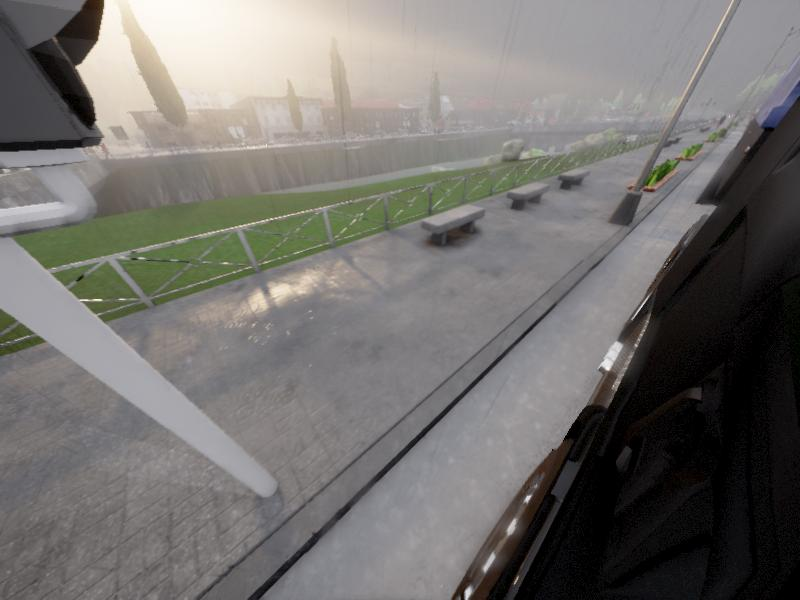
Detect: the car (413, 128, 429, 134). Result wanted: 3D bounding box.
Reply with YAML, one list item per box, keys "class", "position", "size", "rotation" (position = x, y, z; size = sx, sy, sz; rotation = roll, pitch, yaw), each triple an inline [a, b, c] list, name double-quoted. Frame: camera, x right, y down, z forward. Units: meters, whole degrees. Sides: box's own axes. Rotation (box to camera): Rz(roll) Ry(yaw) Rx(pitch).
- class: "car"
  position: [6.667, -52.944, 72.334]
  size: [4.974, 1.542, 2.038]
  rotation: [-28, 44, -30]

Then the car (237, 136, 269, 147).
- class: "car"
  position: [-30.571, -33.019, 48.047]
  size: [5.027, 1.651, 2.152]
  rotation: [-28, 44, -30]

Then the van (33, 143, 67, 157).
- class: "van"
  position: [-67.870, -29.221, 44.897]
  size: [2.069, 2.038, 4.480]
  rotation: [-28, 44, -30]

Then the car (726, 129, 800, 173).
- class: "car"
  position: [17.826, -7.246, 11.063]
  size: [4.181, 1.385, 1.994]
  rotation: [-28, 44, -30]

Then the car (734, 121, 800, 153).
- class: "car"
  position: [24.740, -11.009, 15.521]
  size: [4.514, 1.525, 2.007]
  rotation: [-28, 44, -30]

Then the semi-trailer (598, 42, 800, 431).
- class: "semi-trailer"
  position: [8.693, -3.608, 4.234]
  size: [14.254, 4.402, 2.717]
  rotation: [-28, 44, -30]

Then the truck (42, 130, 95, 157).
- class: "truck"
  position: [-61.694, -29.420, 43.294]
  size: [2.891, 3.827, 8.468]
  rotation: [-28, 44, -30]

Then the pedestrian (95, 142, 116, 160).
- class: "pedestrian"
  position: [-37.920, -19.271, 29.797]
  size: [0.751, 1.860, 0.751]
  rotation: [-28, 44, -30]

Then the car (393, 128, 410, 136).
- class: "car"
  position: [0.575, -49.705, 68.346]
  size: [4.856, 1.649, 2.033]
  rotation: [-28, 44, -30]

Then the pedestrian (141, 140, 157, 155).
- class: "pedestrian"
  position: [-36.222, -22.007, 33.334]
  size: [0.751, 1.860, 0.751]
  rotation: [-31, 45, -32]

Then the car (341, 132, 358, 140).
- class: "car"
  position: [-12.995, -42.371, 59.550]
  size: [3.806, 1.475, 1.970]
  rotation: [-28, 44, -30]

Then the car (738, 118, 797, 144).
- class: "car"
  position: [30.890, -14.299, 19.527]
  size: [4.514, 1.525, 2.007]
  rotation: [-28, 44, -30]

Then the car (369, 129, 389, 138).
- class: "car"
  position: [-5.856, -46.258, 64.153]
  size: [5.238, 1.638, 1.930]
  rotation: [-28, 44, -30]

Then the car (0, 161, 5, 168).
- class: "car"
  position: [-46.886, -15.079, 25.165]
  size: [2.033, 1.649, 4.856]
  rotation: [-24, 41, -26]

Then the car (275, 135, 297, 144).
- class: "car"
  position: [-25.367, -35.746, 51.483]
  size: [3.806, 1.475, 1.970]
  rotation: [-28, 44, -30]

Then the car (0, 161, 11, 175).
- class: "car"
  position: [-36.695, -11.379, 19.709]
  size: [2.038, 1.542, 4.974]
  rotation: [-28, 44, -30]

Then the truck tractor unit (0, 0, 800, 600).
- class: "truck tractor unit"
  position: [2.645, -0.295, 0.351]
  size: [6.516, 4.208, 3.053]
  rotation: [-28, 44, -30]
